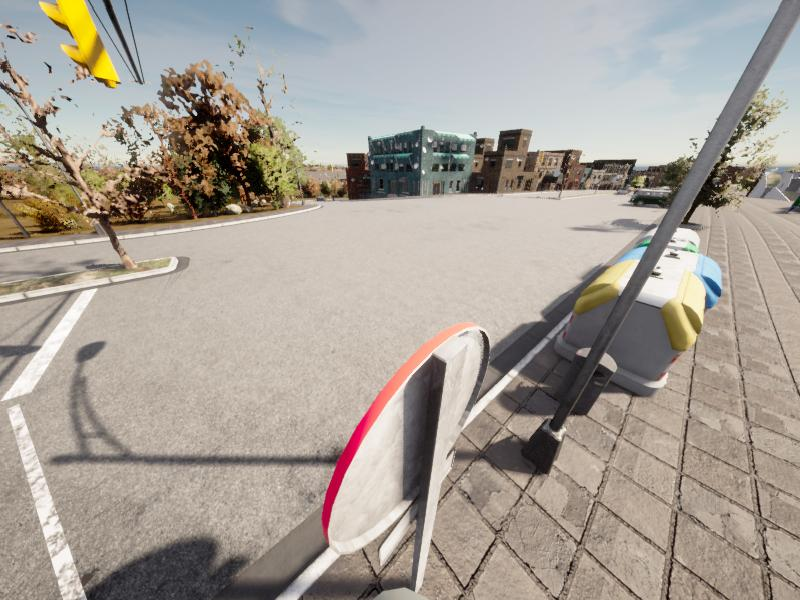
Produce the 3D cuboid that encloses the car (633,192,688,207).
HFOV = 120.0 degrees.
[{"bbox_3d":[36.754,-14.328,32.812,4.674,1.452,2.002,17,33,25],"label":"car"}]

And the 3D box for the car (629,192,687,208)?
[{"bbox_3d":[34.472,-13.468,31.109,4.674,1.452,2.002,17,32,25],"label":"car"}]

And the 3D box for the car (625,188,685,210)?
[{"bbox_3d":[32.099,-12.864,29.311,4.442,1.987,1.878,17,33,25],"label":"car"}]
